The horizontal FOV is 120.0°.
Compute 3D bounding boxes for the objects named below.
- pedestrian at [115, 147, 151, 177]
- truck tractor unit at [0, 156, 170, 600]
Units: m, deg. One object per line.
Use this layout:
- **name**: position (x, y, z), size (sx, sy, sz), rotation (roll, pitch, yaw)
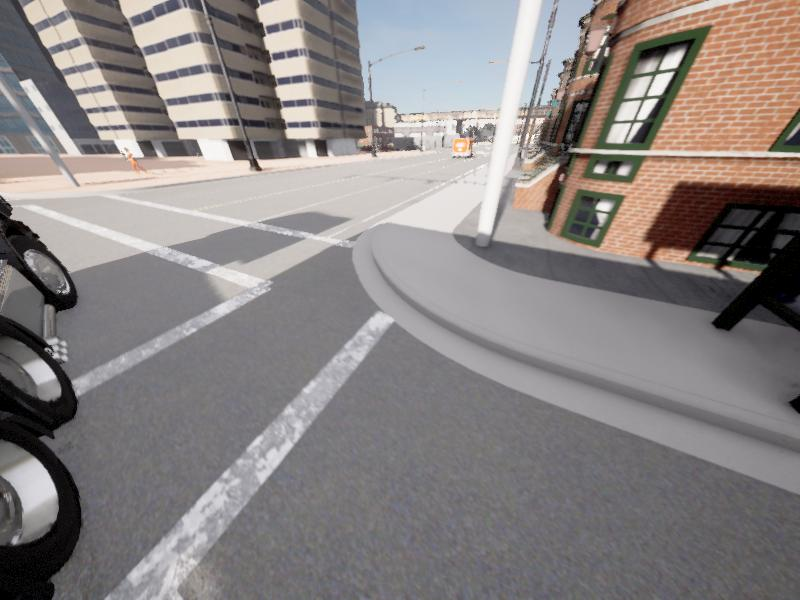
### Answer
- **pedestrian**: position (-19.536, -10.130, 16.953), size (0.751, 1.860, 0.751), rotation (11, 36, 16)
- **truck tractor unit**: position (-4.915, -0.459, 1.016), size (6.516, 4.208, 3.053), rotation (26, 42, 32)
